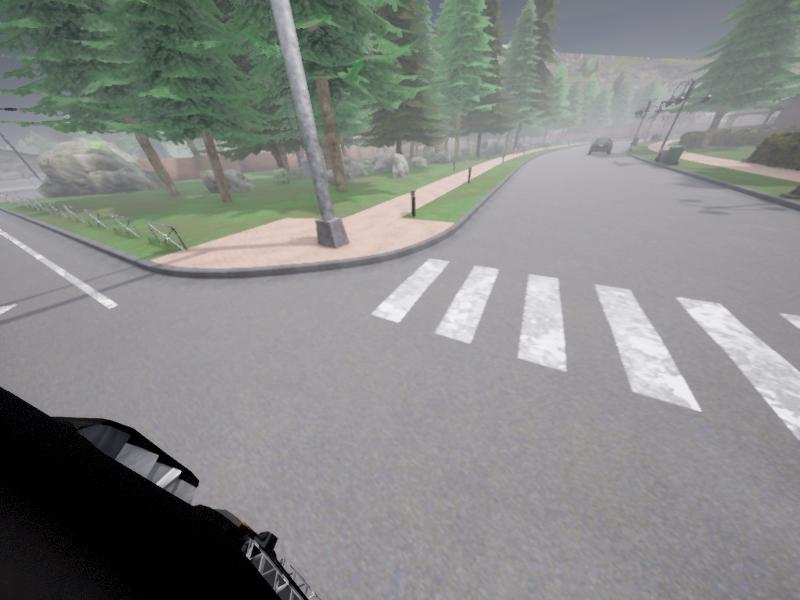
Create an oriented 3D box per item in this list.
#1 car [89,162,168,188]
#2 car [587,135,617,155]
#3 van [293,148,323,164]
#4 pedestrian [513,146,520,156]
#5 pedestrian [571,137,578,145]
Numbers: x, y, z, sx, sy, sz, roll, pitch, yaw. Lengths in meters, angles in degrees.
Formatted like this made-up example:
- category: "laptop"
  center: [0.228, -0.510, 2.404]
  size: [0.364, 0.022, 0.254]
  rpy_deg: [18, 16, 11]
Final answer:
- category: "car"
  center: [-32.235, -15.034, 27.722]
  size: [2.150, 2.045, 5.566]
  rpy_deg: [16, 39, 26]
- category: "car"
  center: [24.416, -18.771, 27.979]
  size: [2.097, 1.767, 4.553]
  rpy_deg: [20, 40, 30]
- category: "van"
  center: [-20.386, -32.298, 51.702]
  size: [1.988, 2.561, 5.915]
  rpy_deg: [15, 38, 25]
- category: "pedestrian"
  center: [15.792, -20.305, 31.392]
  size: [0.500, 1.100, 0.500]
  rpy_deg: [-31, 42, -34]
- category: "pedestrian"
  center: [38.666, -35.275, 51.183]
  size: [0.751, 1.300, 0.751]
  rpy_deg: [-24, 39, -27]
